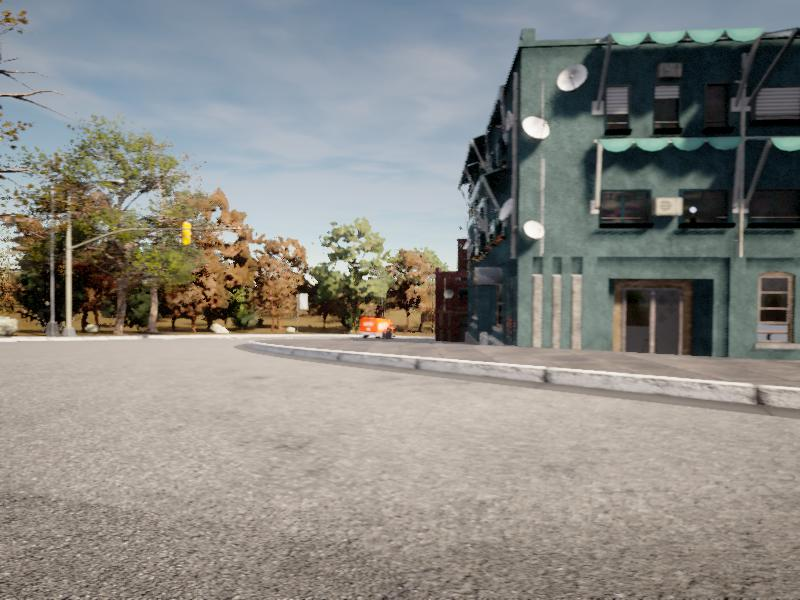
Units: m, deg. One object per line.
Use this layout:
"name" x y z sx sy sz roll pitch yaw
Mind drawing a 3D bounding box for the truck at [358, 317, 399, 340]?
"truck" -2.528 3.526 48.687 2.627 2.467 5.204 1 -5 27
